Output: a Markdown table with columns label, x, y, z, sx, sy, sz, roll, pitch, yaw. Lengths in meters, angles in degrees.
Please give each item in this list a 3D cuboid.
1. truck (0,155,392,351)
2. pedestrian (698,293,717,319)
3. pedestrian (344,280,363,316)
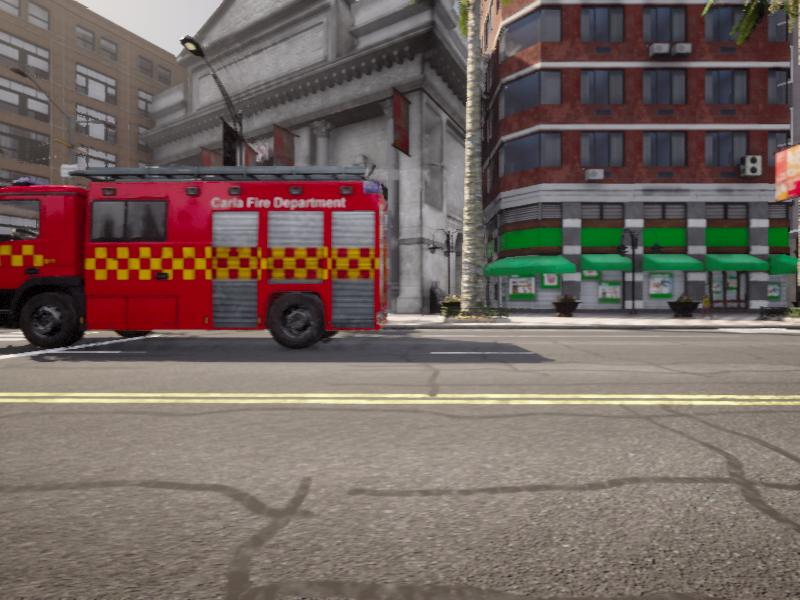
| label | x | y | z | sx | sy | sz | roll | pitch | yaw |
| --- | --- | --- | --- | --- | --- | --- | --- | --- | --- |
| truck | -4.466 | -0.922 | 9.324 | 8.468 | 3.827 | 2.891 | 0 | 0 | 1 |
| pedestrian | 13.565 | 0.266 | 17.654 | 0.500 | 1.100 | 0.500 | 0 | 0 | 2 |
| pedestrian | -2.472 | -0.107 | 21.246 | 0.751 | 1.860 | 0.751 | 0 | 0 | 23 |
